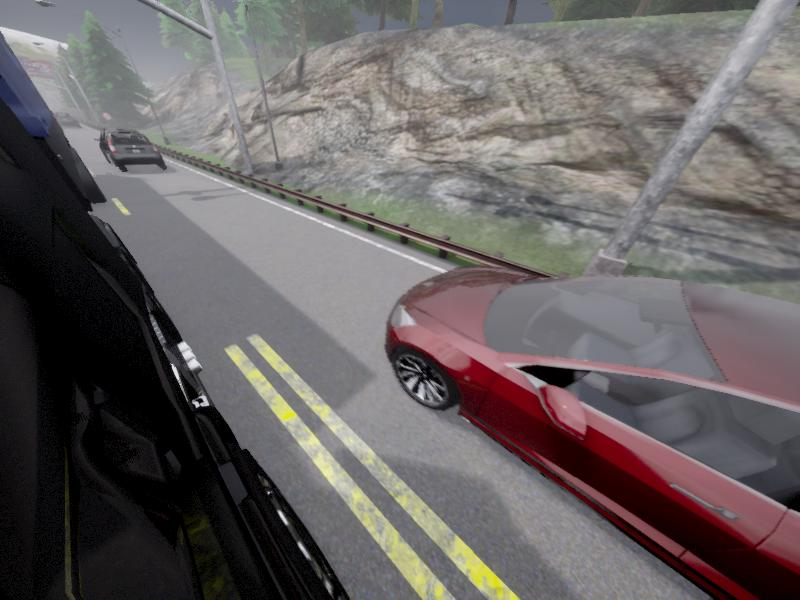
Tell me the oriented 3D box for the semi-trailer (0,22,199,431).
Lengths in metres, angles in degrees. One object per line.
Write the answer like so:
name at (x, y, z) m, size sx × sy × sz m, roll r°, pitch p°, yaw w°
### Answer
semi-trailer at (-8.599, -3.705, 4.272) m, size 14.254 × 4.402 × 2.717 m, roll 29°, pitch 43°, yaw 30°

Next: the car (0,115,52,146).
car at (-27.007, -12.003, 16.290) m, size 4.902 × 1.511 × 2.128 m, roll 28°, pitch 42°, yaw 29°

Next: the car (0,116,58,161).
car at (-20.451, -8.592, 12.160) m, size 4.856 × 1.649 × 2.033 m, roll 28°, pitch 42°, yaw 29°

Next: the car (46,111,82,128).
car at (-48.183, -25.878, 33.147) m, size 4.611 × 1.667 × 2.242 m, roll 28°, pitch 42°, yaw 29°

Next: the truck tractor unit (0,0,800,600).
truck tractor unit at (-2.645, -0.295, 0.351) m, size 6.516 × 4.208 × 3.053 m, roll 28°, pitch 44°, yaw 30°

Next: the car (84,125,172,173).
car at (-13.595, -7.599, 11.549) m, size 3.988 × 1.617 × 1.851 m, roll 28°, pitch 42°, yaw 29°

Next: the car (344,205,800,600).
car at (2.045, 0.708, 1.808) m, size 4.792 × 1.488 × 2.163 m, roll 28°, pitch 42°, yaw 29°
